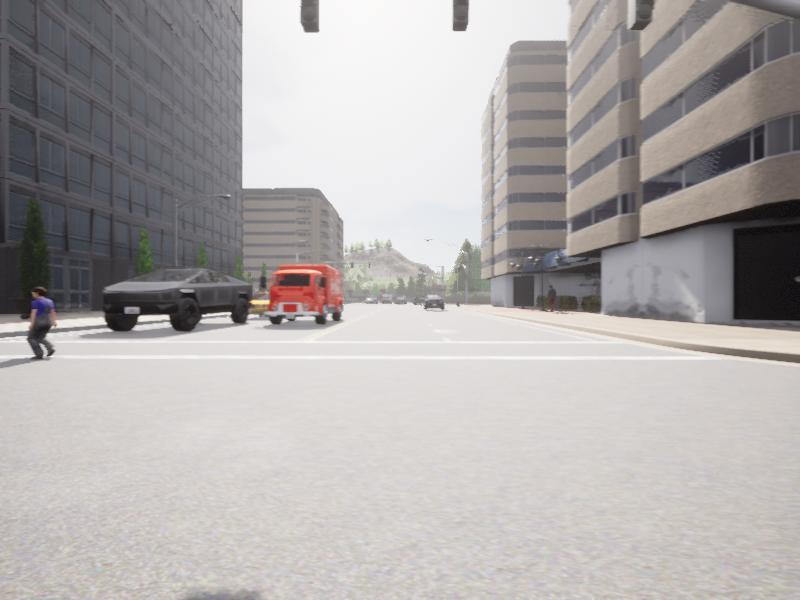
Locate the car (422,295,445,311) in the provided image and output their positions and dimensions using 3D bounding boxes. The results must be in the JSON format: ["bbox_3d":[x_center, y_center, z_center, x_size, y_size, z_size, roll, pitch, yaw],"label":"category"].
[{"bbox_3d":[3.170,0.269,38.591,1.812,1.442,4.674,0,0,1],"label":"car"}]

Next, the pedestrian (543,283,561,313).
[{"bbox_3d":[9.450,-0.117,24.933,0.751,1.860,0.751,0,0,-9],"label":"pedestrian"}]

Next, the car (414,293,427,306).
[{"bbox_3d":[3.485,-0.058,68.930,2.150,2.045,5.566,0,0,1],"label":"car"}]

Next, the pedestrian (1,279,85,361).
[{"bbox_3d":[-5.952,0.318,6.717,0.751,1.300,0.751,0,0,-2],"label":"pedestrian"}]

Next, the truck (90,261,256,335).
[{"bbox_3d":[-7.594,-0.056,14.531,2.390,2.098,6.274,0,0,1],"label":"truck"}]

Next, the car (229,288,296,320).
[{"bbox_3d":[-7.458,0.203,22.364,1.801,1.575,5.366,0,0,1],"label":"car"}]

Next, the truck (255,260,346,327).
[{"bbox_3d":[-4.050,-0.242,17.435,2.627,2.467,5.204,0,0,1],"label":"truck"}]
